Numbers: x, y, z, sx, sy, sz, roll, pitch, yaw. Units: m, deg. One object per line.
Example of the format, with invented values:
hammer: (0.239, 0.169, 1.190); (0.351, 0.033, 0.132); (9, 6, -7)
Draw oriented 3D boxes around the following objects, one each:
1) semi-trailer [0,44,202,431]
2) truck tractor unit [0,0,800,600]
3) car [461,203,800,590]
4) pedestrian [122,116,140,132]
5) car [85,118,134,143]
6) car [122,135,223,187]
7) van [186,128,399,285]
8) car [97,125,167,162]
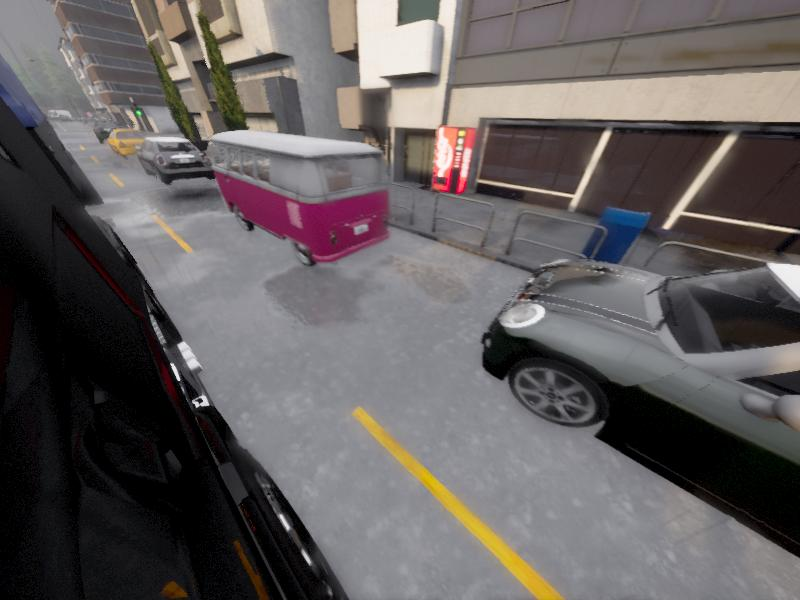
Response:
semi-trailer: (-8.701, -3.597, 4.235); (14.254, 4.402, 2.717); (28, 44, 30)
truck tractor unit: (-2.645, -0.295, 0.351); (6.516, 4.208, 3.053); (28, 44, 30)
car: (2.795, 0.586, 1.782); (3.806, 1.475, 1.970); (28, 44, 30)
pedestrian: (-39.409, -25.799, 33.914); (0.751, 1.860, 0.751); (13, 38, 13)
car: (-27.998, -16.504, 22.483); (2.097, 1.767, 4.553); (-26, 45, -32)
car: (-9.813, -6.126, 9.987); (3.806, 1.475, 1.970); (28, 44, 30)
van: (-2.322, -2.346, 4.968); (4.442, 1.987, 1.775); (28, 44, 30)
car: (-17.146, -10.074, 14.730); (5.366, 1.575, 1.801); (28, 44, 30)
